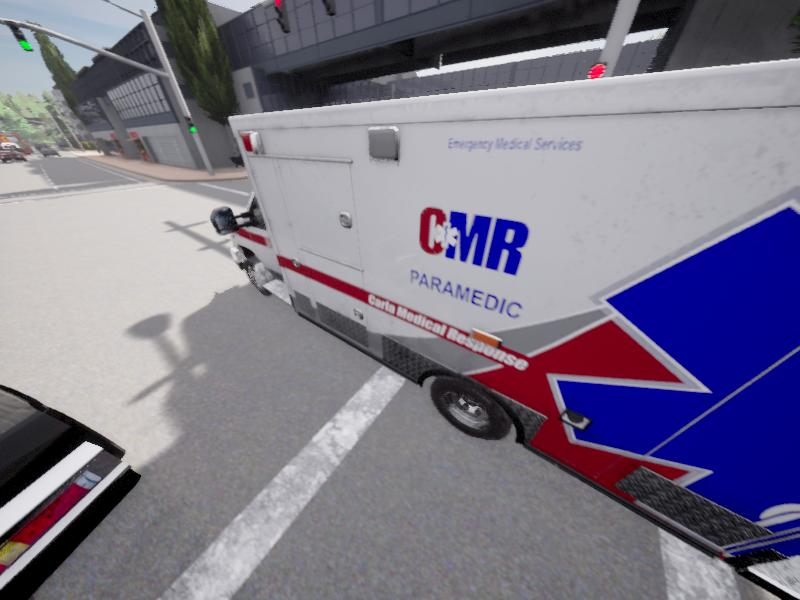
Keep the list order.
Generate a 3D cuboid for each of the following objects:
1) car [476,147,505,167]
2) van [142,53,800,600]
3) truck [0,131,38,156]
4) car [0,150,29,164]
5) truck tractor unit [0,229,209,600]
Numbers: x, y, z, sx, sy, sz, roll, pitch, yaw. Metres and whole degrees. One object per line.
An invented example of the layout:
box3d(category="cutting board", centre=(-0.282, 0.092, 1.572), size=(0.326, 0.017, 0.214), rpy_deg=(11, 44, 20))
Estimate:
box3d(category="car", centre=(9.024, -14.201, 22.865), size=(1.994, 1.385, 4.181), rpy_deg=(15, 38, 21))
box3d(category="van", centre=(0.066, -0.714, 2.867), size=(6.366, 2.431, 2.351), rpy_deg=(22, 41, 28))
box3d(category="truck", centre=(-76.782, -30.104, 44.452), size=(8.468, 3.827, 2.891), rpy_deg=(6, 36, 8))
box3d(category="car", centre=(-50.808, -18.831, 30.284), size=(4.718, 1.301, 1.895), rpy_deg=(23, 41, 30))
box3d(category="truck tractor unit", centre=(-5.324, 0.013, 0.345), size=(6.516, 4.208, 3.053), rpy_deg=(7, 36, 11))
